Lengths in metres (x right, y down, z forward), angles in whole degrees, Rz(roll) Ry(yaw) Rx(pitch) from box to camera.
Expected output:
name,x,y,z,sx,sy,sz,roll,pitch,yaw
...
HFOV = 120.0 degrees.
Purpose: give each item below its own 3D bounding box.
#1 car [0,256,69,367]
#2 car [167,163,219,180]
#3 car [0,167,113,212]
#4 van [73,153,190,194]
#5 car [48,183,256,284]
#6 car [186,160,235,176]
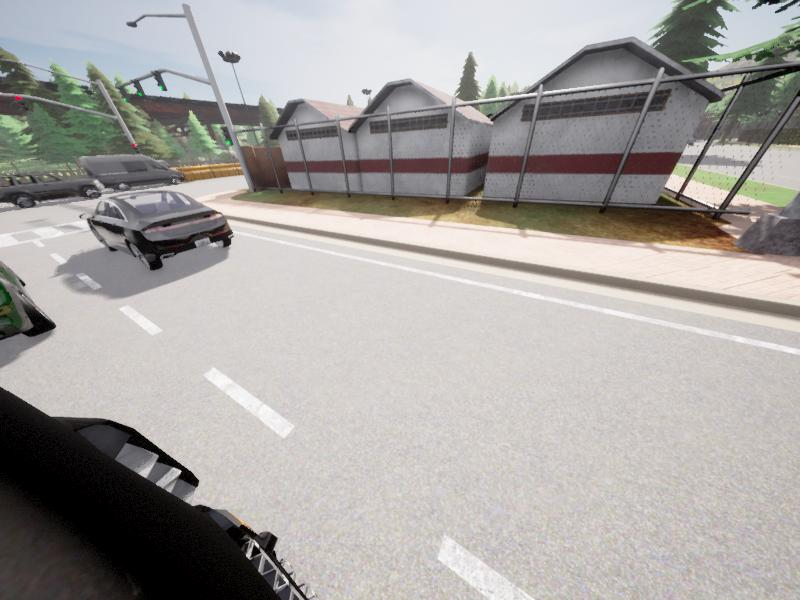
name,x,y,z,sx,sy,sz,roll,pitch,yaw
car,-7.429,-0.197,3.176,4.553,1.767,2.097,16,38,26
car,-25.632,-16.057,28.805,1.994,1.385,4.181,15,37,24
car,-22.591,-7.209,14.805,1.932,1.855,4.605,15,38,24
van,-22.948,-11.220,20.268,1.988,2.561,5.915,15,38,24
car,-6.623,-2.090,6.220,4.902,1.511,2.128,16,38,26
car,-26.900,-18.871,33.006,2.128,1.511,4.902,15,37,24
